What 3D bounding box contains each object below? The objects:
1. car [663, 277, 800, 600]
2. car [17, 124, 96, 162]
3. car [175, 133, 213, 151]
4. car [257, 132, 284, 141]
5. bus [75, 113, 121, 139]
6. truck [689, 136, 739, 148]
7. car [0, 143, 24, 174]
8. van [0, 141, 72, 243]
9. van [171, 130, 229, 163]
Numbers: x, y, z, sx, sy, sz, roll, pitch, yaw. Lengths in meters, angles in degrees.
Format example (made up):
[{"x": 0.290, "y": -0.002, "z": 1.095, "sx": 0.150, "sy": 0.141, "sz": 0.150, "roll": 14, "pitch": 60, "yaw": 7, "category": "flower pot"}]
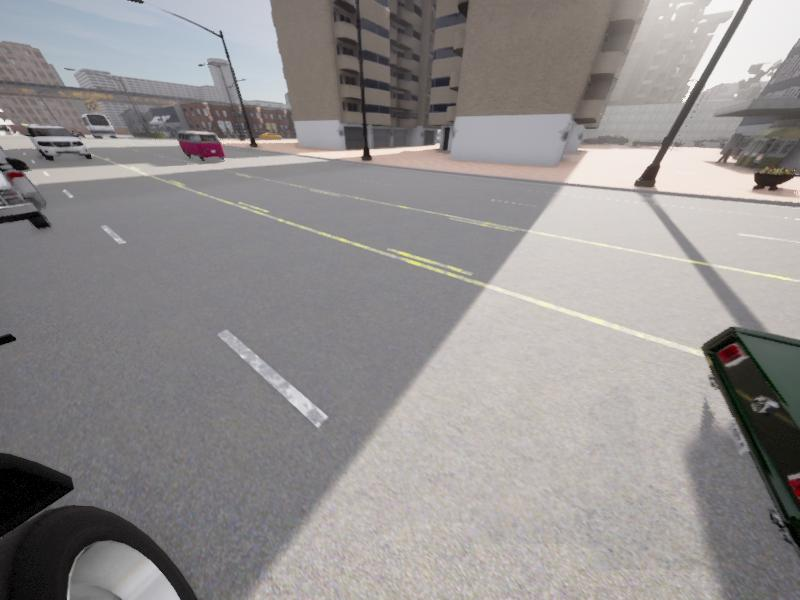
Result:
[{"x": 4.477, "y": 1.573, "z": 0.604, "sx": 4.718, "sy": 1.301, "sz": 1.895, "roll": 22, "pitch": 41, "yaw": 28, "category": "car"}, {"x": -25.761, "y": -11.845, "z": 17.339, "sx": 5.566, "sy": 2.045, "sz": 2.150, "roll": 24, "pitch": 41, "yaw": 27, "category": "car"}, {"x": -24.022, "y": -18.465, "z": 26.903, "sx": 3.633, "sy": 1.501, "sz": 1.845, "roll": 24, "pitch": 41, "yaw": 27, "category": "car"}, {"x": -30.237, "y": -38.315, "z": 54.128, "sx": 1.882, "sy": 1.535, "sz": 5.008, "roll": 24, "pitch": 41, "yaw": 29, "category": "car"}, {"x": -67.339, "y": -38.673, "z": 51.487, "sx": 10.273, "sy": 4.253, "sz": 3.944, "roll": 25, "pitch": 42, "yaw": 30, "category": "bus"}, {"x": 72.679, "y": -36.732, "z": 53.632, "sx": 6.274, "sy": 2.098, "sz": 2.390, "roll": 24, "pitch": 42, "yaw": 29, "category": "truck"}, {"x": -23.524, "y": -8.093, "z": 12.792, "sx": 4.902, "sy": 1.511, "sz": 2.128, "roll": 24, "pitch": 41, "yaw": 27, "category": "car"}, {"x": -12.168, "y": -3.452, "z": 6.229, "sx": 6.366, "sy": 2.431, "sz": 2.351, "roll": 23, "pitch": 41, "yaw": 27, "category": "van"}, {"x": -16.617, "y": -12.829, "z": 19.211, "sx": 4.442, "sy": 1.987, "sz": 1.775, "roll": 24, "pitch": 41, "yaw": 27, "category": "van"}]
